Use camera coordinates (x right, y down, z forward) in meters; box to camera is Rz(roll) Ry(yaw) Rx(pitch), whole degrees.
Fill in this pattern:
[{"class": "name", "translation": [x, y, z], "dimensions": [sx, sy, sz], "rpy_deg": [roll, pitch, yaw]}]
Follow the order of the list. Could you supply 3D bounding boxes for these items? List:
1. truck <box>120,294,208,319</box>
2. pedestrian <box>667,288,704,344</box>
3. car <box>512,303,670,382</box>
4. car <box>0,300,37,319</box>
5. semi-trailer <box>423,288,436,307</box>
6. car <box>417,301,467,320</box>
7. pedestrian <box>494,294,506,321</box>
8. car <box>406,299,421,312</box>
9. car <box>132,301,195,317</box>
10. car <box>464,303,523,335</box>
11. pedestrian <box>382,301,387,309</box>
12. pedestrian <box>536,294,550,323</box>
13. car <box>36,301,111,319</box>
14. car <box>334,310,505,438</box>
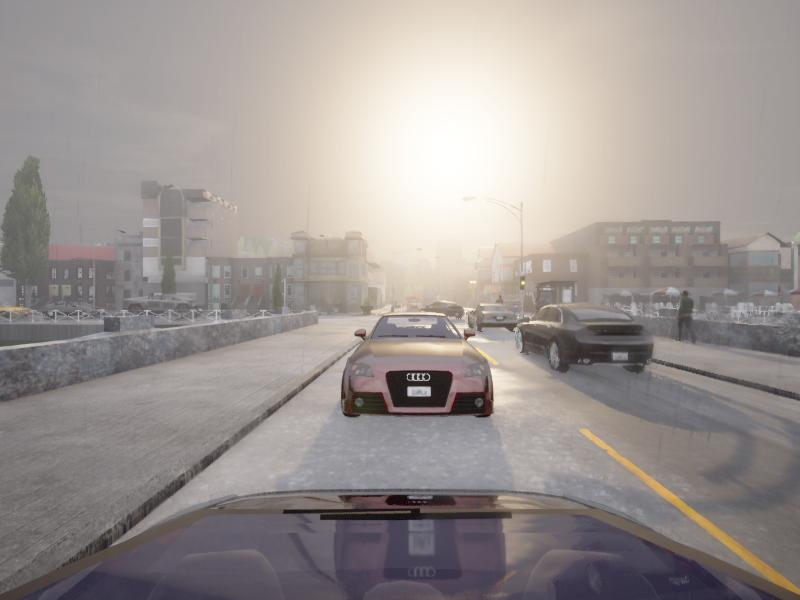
[{"class": "truck", "translation": [-20.415, 0.542, 34.832], "dimensions": [6.274, 2.098, 2.390], "rpy_deg": [0, 0, 2]}, {"class": "pedestrian", "translation": [9.752, 0.533, 13.700], "dimensions": [0.751, 1.860, 0.751], "rpy_deg": [0, 0, 2]}, {"class": "car", "translation": [4.377, 0.845, 10.213], "dimensions": [1.837, 1.490, 4.892], "rpy_deg": [0, 0, 2]}, {"class": "car", "translation": [-35.539, 0.801, 35.340], "dimensions": [5.366, 1.575, 1.801], "rpy_deg": [0, 0, 2]}, {"class": "semi-trailer", "translation": [7.447, -0.619, 102.620], "dimensions": [2.717, 4.402, 14.254], "rpy_deg": [0, 0, 2]}, {"class": "car", "translation": [3.380, 0.844, 33.383], "dimensions": [1.837, 1.490, 4.892], "rpy_deg": [2, -1, -25]}, {"class": "pedestrian", "translation": [7.233, 0.533, 28.901], "dimensions": [0.751, 1.860, 0.751], "rpy_deg": [0, 0, 19]}, {"class": "car", "translation": [1.929, 0.694, 56.940], "dimensions": [2.097, 1.767, 4.553], "rpy_deg": [0, 0, 2]}, {"class": "car", "translation": [-22.967, 0.834, 38.919], "dimensions": [4.902, 1.511, 2.128], "rpy_deg": [0, 0, 2]}, {"class": "car", "translation": [4.741, 0.895, 21.104], "dimensions": [2.033, 1.411, 5.357], "rpy_deg": [0, 0, 2]}, {"class": "pedestrian", "translation": [-2.555, 0.813, 66.713], "dimensions": [0.751, 1.300, 0.751], "rpy_deg": [0, 0, 2]}, {"class": "pedestrian", "translation": [9.244, 0.533, 25.870], "dimensions": [0.751, 1.860, 0.751], "rpy_deg": [0, 0, 9]}, {"class": "car", "translation": [-28.550, 0.836, 35.105], "dimensions": [4.902, 1.511, 2.128], "rpy_deg": [0, 0, 2]}, {"class": "car", "translation": [0.239, 0.907, 6.750], "dimensions": [1.994, 1.385, 4.181], "rpy_deg": [0, 0, 0]}]
